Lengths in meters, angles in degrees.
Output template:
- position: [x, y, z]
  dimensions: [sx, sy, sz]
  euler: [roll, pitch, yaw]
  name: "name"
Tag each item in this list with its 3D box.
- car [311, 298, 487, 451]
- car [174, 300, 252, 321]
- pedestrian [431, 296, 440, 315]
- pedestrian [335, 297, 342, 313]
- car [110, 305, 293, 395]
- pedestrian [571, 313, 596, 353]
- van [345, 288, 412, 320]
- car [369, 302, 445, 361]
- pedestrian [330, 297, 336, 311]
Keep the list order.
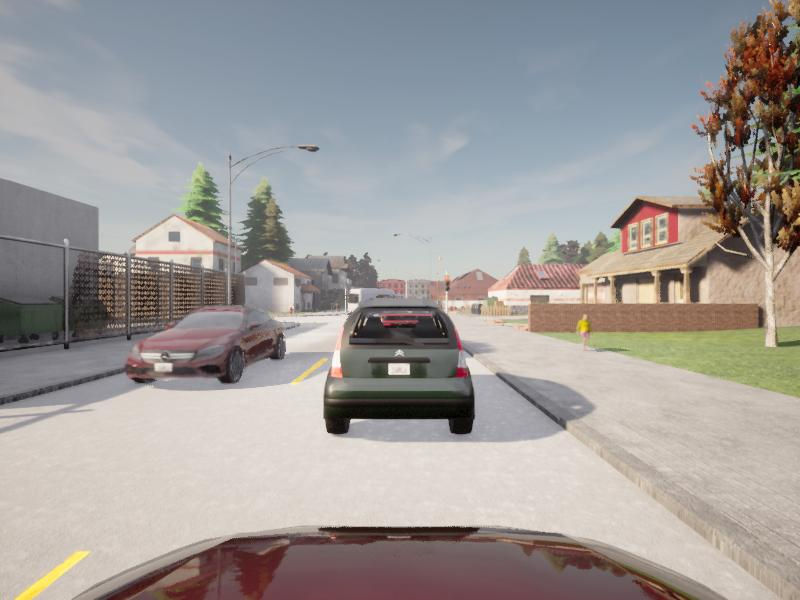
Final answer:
- position: [-0.005, 0.788, 6.219]
  dimensions: [1.851, 1.617, 3.988]
  euler: [0, 0, 0]
  name: "car"
- position: [-14.816, 0.804, 31.888]
  dimensions: [5.366, 1.575, 1.801]
  euler: [0, 0, 0]
  name: "car"
- position: [3.486, 0.533, 39.123]
  dimensions: [0.751, 1.860, 0.751]
  euler: [0, 0, 11]
  name: "pedestrian"
- position: [-7.204, 0.534, 46.659]
  dimensions: [0.751, 1.860, 0.751]
  euler: [0, 0, -3]
  name: "pedestrian"
- position: [-3.978, 0.870, 9.083]
  dimensions: [1.812, 1.442, 4.674]
  euler: [0, 0, 0]
  name: "car"
- position: [5.170, 0.913, 11.286]
  dimensions: [0.500, 1.100, 0.500]
  euler: [0, 0, 0]
  name: "pedestrian"
- position: [-1.820, 0.322, 35.568]
  dimensions: [5.915, 2.561, 1.988]
  euler: [0, 2, -42]
  name: "van"
- position: [0.127, 0.828, 12.723]
  dimensions: [2.007, 1.525, 4.514]
  euler: [0, 0, -2]
  name: "car"
- position: [-9.267, 0.533, 55.206]
  dimensions: [0.751, 1.860, 0.751]
  euler: [0, 0, 0]
  name: "pedestrian"
